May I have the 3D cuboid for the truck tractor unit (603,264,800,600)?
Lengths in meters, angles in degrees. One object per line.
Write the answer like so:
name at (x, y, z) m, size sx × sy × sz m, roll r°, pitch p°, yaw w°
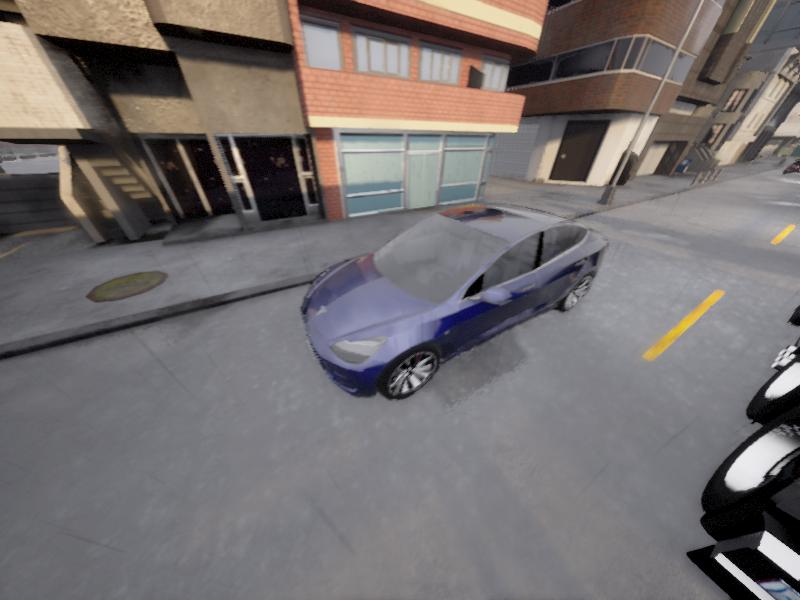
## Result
truck tractor unit at (5.109, -0.302, 0.788) m, size 6.516 × 4.208 × 3.053 m, roll -18°, pitch 39°, yaw -24°

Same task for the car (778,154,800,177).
car at (33.894, -11.163, 19.104) m, size 4.193 × 1.474 × 1.816 m, roll -18°, pitch 39°, yaw -24°

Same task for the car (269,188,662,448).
car at (1.035, -0.485, 3.422) m, size 4.792 × 1.488 × 2.163 m, roll -18°, pitch 39°, yaw -24°
